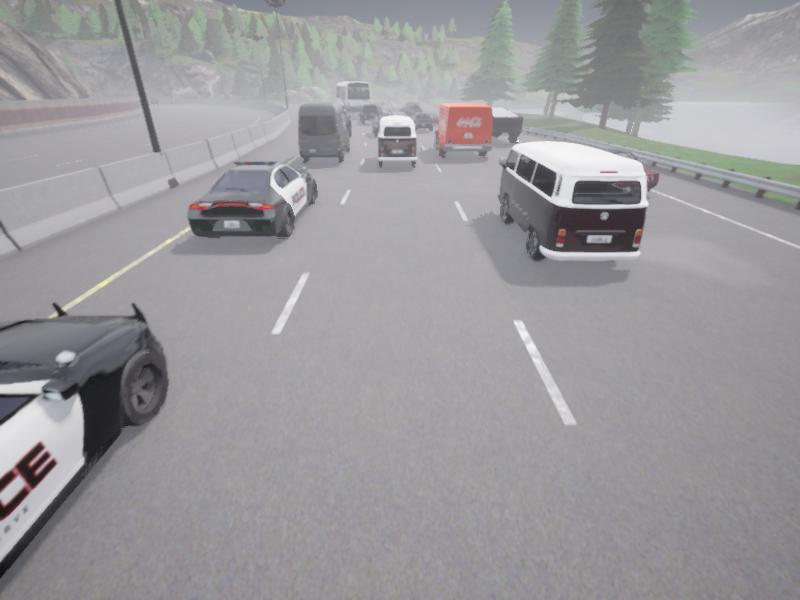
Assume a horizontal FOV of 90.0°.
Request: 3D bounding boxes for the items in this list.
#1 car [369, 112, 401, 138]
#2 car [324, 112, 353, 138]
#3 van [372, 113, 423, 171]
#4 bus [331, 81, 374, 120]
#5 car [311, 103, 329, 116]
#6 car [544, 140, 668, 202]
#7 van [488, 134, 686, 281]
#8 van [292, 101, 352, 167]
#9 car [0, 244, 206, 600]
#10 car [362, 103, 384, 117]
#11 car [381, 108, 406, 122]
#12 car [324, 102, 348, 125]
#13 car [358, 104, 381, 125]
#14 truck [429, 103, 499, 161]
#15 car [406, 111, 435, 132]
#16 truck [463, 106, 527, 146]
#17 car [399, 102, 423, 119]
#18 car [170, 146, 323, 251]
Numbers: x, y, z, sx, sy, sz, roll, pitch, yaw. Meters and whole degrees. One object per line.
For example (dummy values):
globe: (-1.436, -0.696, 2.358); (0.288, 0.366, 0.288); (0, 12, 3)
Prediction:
car: (-1.265, -13.859, 31.553); (2.128, 1.511, 4.902); (-3, 28, -6)
car: (-4.728, -13.624, 31.083); (2.007, 1.525, 4.514); (-3, 28, -6)
van: (-0.172, -7.574, 18.898); (2.069, 2.038, 4.480); (-1, 28, -2)
bus: (-6.484, -26.692, 53.271); (3.944, 4.253, 10.273); (-7, 29, -14)
car: (-11.604, -27.796, 58.240); (1.851, 1.617, 3.988); (-9, 29, -16)
car: (6.969, -4.722, 14.224); (1.895, 1.301, 4.718); (0, 27, -1)
van: (3.495, -2.312, 8.790); (2.069, 2.038, 4.480); (0, 28, 0)
van: (-3.730, -8.636, 20.396); (1.988, 2.561, 5.915); (-1, 28, -2)
car: (-3.499, 1.212, 2.544); (2.038, 1.542, 4.974); (0, 27, 0)
car: (-3.877, -27.204, 57.196); (2.007, 1.525, 4.514); (-8, 29, -15)
car: (-0.824, -21.969, 47.382); (1.895, 1.301, 4.718); (-6, 28, -12)
car: (-6.982, -20.207, 43.177); (2.150, 2.045, 5.566); (-5, 28, -10)
car: (-3.280, -19.767, 42.503); (1.905, 1.878, 3.866); (-5, 28, -10)
truck: (3.196, -9.196, 21.547); (2.627, 2.467, 5.204); (-1, 27, -3)
car: (1.701, -15.846, 35.416); (1.816, 1.474, 4.193); (-4, 28, -7)
truck: (6.265, -12.014, 27.373); (2.390, 2.098, 6.274); (-2, 28, -4)
car: (1.375, -24.784, 52.168); (1.932, 1.855, 4.605); (-7, 28, -13)
car: (-3.504, -2.879, 10.417); (2.038, 1.542, 4.974); (0, 28, 0)
